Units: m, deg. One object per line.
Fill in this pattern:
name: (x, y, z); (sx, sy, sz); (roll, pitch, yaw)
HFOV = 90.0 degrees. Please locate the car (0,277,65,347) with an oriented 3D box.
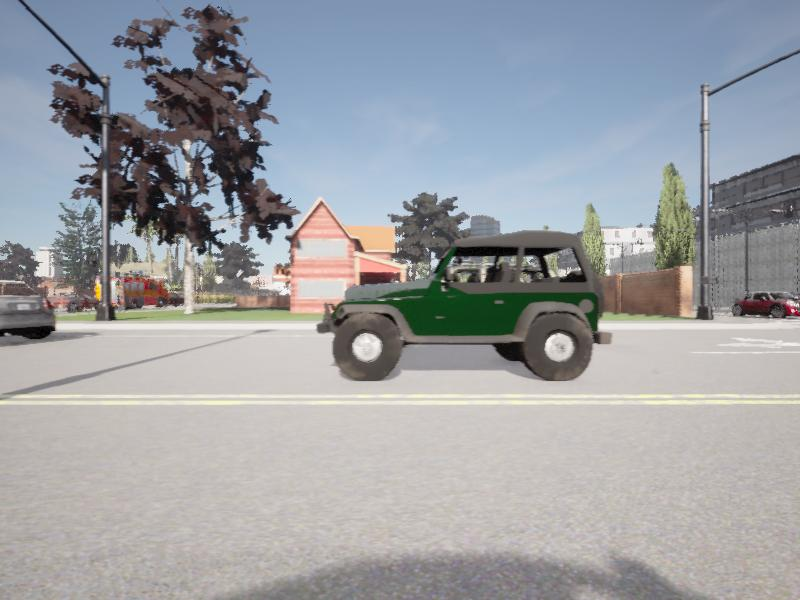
car: (-10.414, 0.253, 9.182); (3.806, 1.475, 1.970); (0, 0, 0)

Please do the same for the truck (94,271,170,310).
truck: (-28.890, -0.921, 43.726); (2.891, 3.827, 8.468); (0, 0, -1)

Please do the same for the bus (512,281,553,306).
bus: (23.797, -1.136, 72.661); (3.944, 4.253, 10.273); (0, 0, -1)

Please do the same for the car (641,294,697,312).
car: (24.074, 0.231, 36.069); (2.007, 1.525, 4.514); (0, 0, -1)

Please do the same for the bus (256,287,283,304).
bus: (-33.995, -1.137, 104.493); (3.944, 4.253, 10.273); (0, 0, -2)

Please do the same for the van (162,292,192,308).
van: (-29.289, -0.001, 52.632); (1.775, 1.987, 4.442); (0, 0, -4)

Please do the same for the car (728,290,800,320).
car: (20.725, 0.255, 22.145); (1.970, 1.475, 3.806); (0, 0, -1)

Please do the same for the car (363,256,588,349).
car: (1.551, 0.056, 9.169); (4.605, 1.855, 1.932); (1, 0, 0)

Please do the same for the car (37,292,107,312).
car: (-28.644, 0.181, 35.215); (2.152, 1.651, 5.027); (0, 0, -2)

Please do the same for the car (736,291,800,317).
car: (24.193, 0.246, 25.264); (1.837, 1.490, 4.892); (0, 0, -1)

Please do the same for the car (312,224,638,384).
car: (0.892, 0.045, 5.712); (3.866, 1.878, 1.905); (0, 0, 0)
